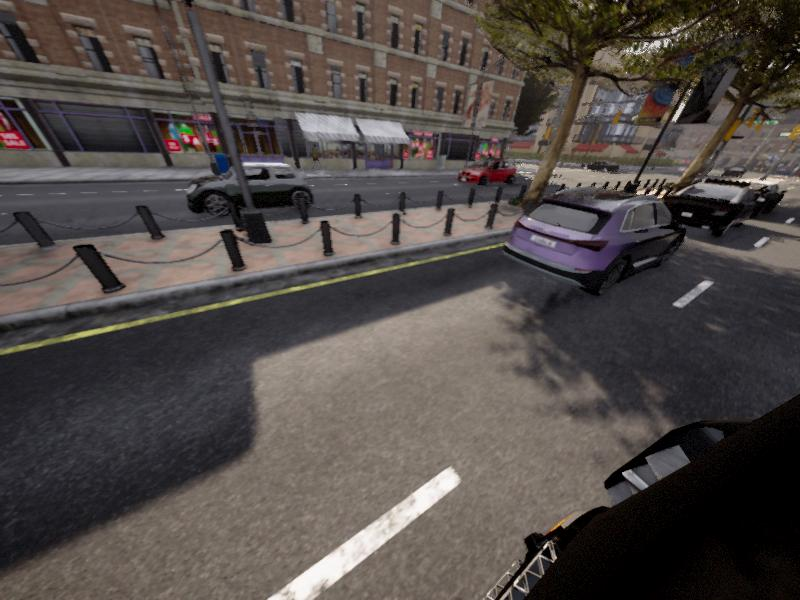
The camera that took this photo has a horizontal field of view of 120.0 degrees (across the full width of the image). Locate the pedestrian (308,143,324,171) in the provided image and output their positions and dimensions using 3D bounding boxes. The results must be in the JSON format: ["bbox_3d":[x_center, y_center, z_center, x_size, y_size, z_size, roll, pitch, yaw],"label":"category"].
[{"bbox_3d":[-6.650,-11.313,18.288,0.751,1.860,0.751,-14,37,-23],"label":"pedestrian"}]

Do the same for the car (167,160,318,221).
[{"bbox_3d":[-5.211,-4.007,8.170,3.806,1.475,1.970,-18,39,-28],"label":"car"}]

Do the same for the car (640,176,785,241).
[{"bbox_3d":[12.045,-3.722,8.903,5.238,1.638,1.930,-16,38,-26],"label":"car"}]

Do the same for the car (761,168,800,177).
[{"bbox_3d":[87.839,-29.296,52.969,5.357,1.411,2.033,11,35,12],"label":"car"}]

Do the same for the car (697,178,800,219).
[{"bbox_3d":[17.946,-5.345,11.918,3.806,1.475,1.970,-14,37,-24],"label":"car"}]

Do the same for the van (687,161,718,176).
[{"bbox_3d":[52.897,-22.988,40.402,4.442,1.987,1.775,-16,38,-26],"label":"van"}]

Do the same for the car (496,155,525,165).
[{"bbox_3d":[21.064,-26.872,44.399,1.895,1.301,4.718,-16,38,-26],"label":"car"}]

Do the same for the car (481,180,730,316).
[{"bbox_3d":[4.464,-1.540,5.090,4.856,1.649,2.033,-16,38,-26],"label":"car"}]

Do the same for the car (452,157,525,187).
[{"bbox_3d":[6.542,-9.555,17.154,4.611,1.667,2.242,-16,38,-26],"label":"car"}]

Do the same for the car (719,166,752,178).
[{"bbox_3d":[56.697,-21.685,39.058,5.238,1.638,1.930,-16,38,-26],"label":"car"}]

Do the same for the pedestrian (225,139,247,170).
[{"bbox_3d":[-11.806,-10.509,16.700,0.751,1.860,0.751,-13,37,-23],"label":"pedestrian"}]

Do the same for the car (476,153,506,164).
[{"bbox_3d":[17.194,-26.959,43.981,1.801,1.575,5.366,-16,38,-26],"label":"car"}]

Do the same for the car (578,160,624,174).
[{"bbox_3d":[30.934,-20.676,35.733,1.837,1.490,4.892,-13,37,-22],"label":"car"}]
